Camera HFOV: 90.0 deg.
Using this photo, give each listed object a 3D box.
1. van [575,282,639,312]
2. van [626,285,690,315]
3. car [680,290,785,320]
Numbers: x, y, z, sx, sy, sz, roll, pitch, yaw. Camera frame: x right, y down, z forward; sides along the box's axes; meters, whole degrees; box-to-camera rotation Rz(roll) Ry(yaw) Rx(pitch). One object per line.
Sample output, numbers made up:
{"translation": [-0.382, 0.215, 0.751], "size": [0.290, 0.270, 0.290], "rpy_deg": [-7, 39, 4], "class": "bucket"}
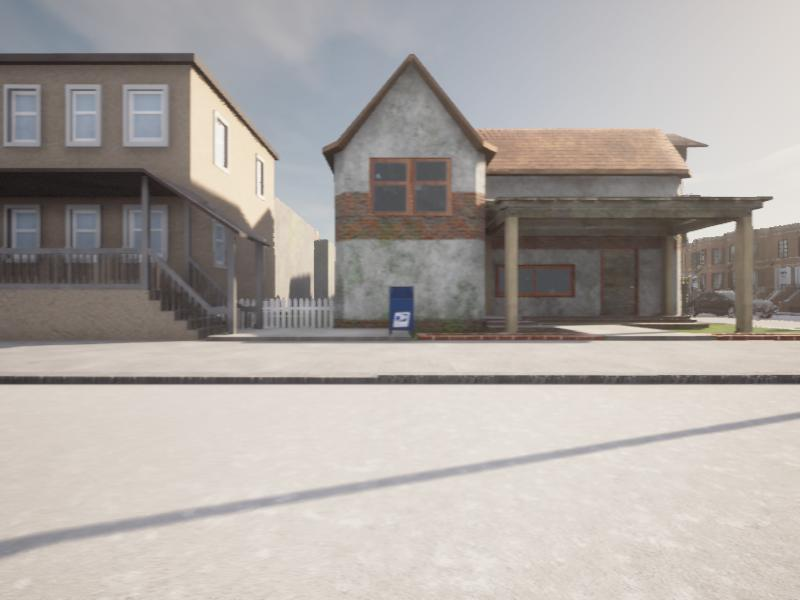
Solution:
{"translation": [18.259, -0.227, 35.756], "size": [2.351, 2.431, 6.366], "rpy_deg": [0, 0, 0], "class": "van"}
{"translation": [18.258, -0.006, 28.585], "size": [1.775, 1.987, 4.442], "rpy_deg": [0, 0, 0], "class": "van"}
{"translation": [18.255, 0.240, 22.349], "size": [1.837, 1.490, 4.892], "rpy_deg": [0, 0, 0], "class": "car"}
